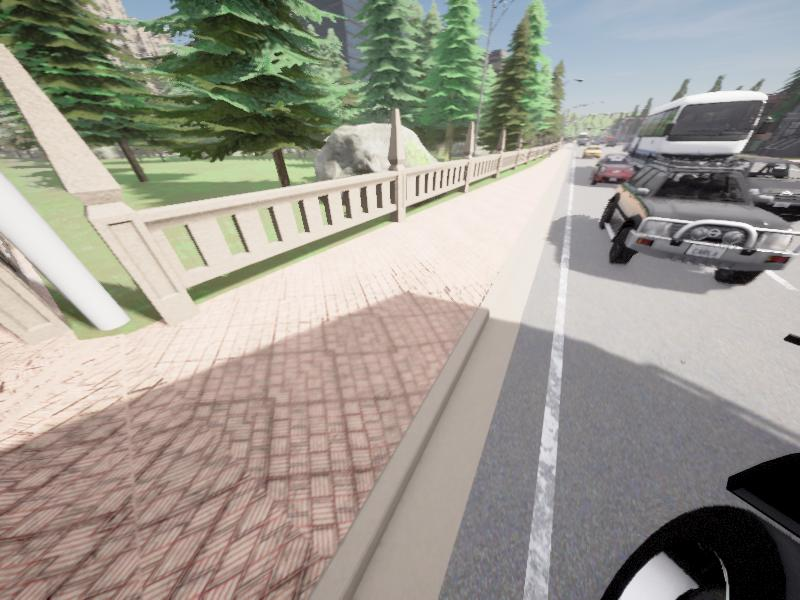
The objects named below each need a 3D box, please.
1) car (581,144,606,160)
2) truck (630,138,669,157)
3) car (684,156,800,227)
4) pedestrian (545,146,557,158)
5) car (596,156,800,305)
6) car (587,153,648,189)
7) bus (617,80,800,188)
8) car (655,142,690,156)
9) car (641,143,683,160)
[{"bbox_3d":[25.394,-19.572,30.491,1.801,1.575,5.366,19,39,26],"label":"car"},{"bbox_3d":[36.672,-22.666,34.255,2.390,2.098,6.274,19,39,26],"label":"truck"},{"bbox_3d":[12.558,-4.040,8.197,1.851,1.617,3.988,19,39,26],"label":"car"},{"bbox_3d":[19.812,-19.400,30.313,0.751,1.300,0.751,25,42,33],"label":"pedestrian"},{"bbox_3d":[6.218,-2.067,5.246,1.932,1.855,4.605,19,39,26],"label":"car"},{"bbox_3d":[12.458,-7.659,13.531,1.845,1.501,3.633,19,39,26],"label":"car"},{"bbox_3d":[18.836,-10.785,15.518,3.944,4.253,10.273,19,39,26],"label":"bus"},{"bbox_3d":[41.669,-23.315,35.497,2.152,1.651,5.027,19,39,26],"label":"car"},{"bbox_3d":[32.418,-18.556,28.803,2.152,1.651,5.027,19,39,26],"label":"car"}]
